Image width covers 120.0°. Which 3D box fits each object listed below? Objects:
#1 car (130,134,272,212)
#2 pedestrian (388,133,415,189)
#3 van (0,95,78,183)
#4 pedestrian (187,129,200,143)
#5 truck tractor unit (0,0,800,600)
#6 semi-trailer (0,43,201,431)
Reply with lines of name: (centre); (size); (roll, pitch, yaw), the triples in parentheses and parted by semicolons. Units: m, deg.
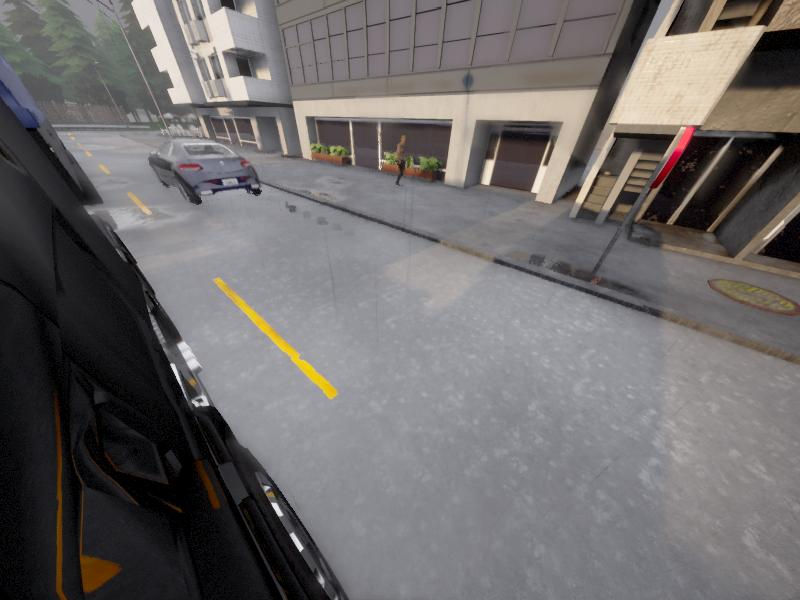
car: (-7.030, -4.703, 8.134); (5.027, 1.651, 2.152); (28, 44, 30)
pedestrian: (0.054, -5.664, 9.448); (0.751, 1.860, 0.751); (21, 40, 22)
van: (-16.352, -6.920, 9.761); (5.915, 2.561, 1.988); (28, 43, 30)
pedestrian: (-21.132, -16.771, 23.611); (0.500, 1.100, 0.500); (30, 45, 31)
truck tractor unit: (-2.645, -0.295, 0.352); (6.516, 4.208, 3.053); (28, 44, 30)
semi-trailer: (-8.692, -3.610, 4.234); (14.254, 4.402, 2.717); (28, 44, 30)
